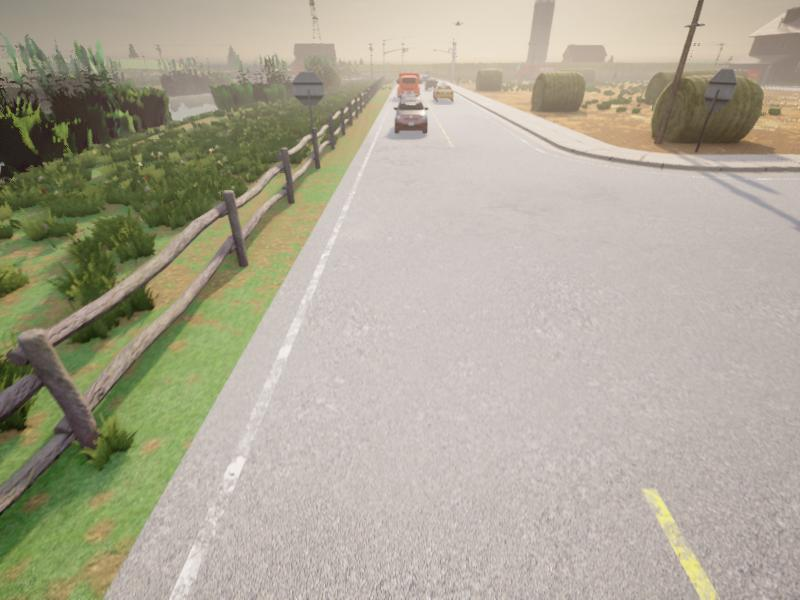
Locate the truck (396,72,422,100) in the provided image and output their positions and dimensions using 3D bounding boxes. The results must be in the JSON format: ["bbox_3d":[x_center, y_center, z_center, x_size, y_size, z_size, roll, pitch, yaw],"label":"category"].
[{"bbox_3d":[0.934,-22.736,42.464,2.627,2.467,5.204,0,30,0],"label":"truck"}]

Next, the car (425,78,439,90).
[{"bbox_3d":[4.707,-32.269,59.721,1.837,1.490,4.892,0,30,1],"label":"car"}]

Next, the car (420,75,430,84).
[{"bbox_3d":[5.054,-45.060,81.603,1.837,1.490,4.892,0,30,1],"label":"car"}]

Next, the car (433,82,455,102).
[{"bbox_3d":[4.408,-21.293,40.868,1.801,1.575,5.366,0,30,1],"label":"car"}]

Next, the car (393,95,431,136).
[{"bbox_3d":[0.588,-9.940,21.416,1.851,1.617,3.988,0,30,1],"label":"car"}]

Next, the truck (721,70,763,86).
[{"bbox_3d":[61.854,-40.258,72.488,2.627,2.467,5.204,-2,30,-3],"label":"truck"}]
